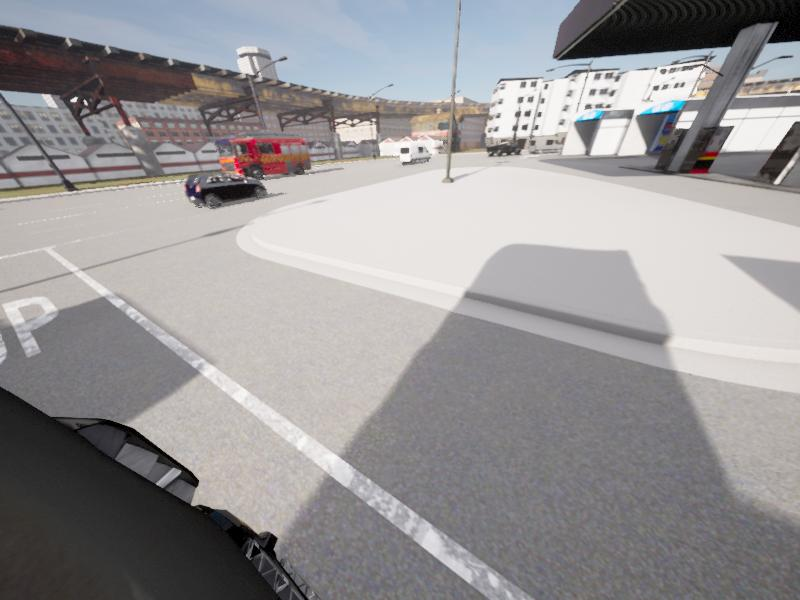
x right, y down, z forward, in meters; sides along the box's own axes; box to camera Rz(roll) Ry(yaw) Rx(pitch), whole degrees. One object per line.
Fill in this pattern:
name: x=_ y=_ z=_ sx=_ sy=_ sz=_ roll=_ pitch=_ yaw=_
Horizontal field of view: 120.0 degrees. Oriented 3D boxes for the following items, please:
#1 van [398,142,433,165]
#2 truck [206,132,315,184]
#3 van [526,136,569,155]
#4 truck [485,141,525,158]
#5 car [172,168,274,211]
van: x=2.380 y=-21.364 z=33.664 sx=1.988 sy=2.561 sz=5.915 roll=20 pitch=40 yaw=31
truck: x=-13.396 y=-14.598 z=23.526 sx=2.891 sy=3.827 sz=8.468 roll=16 pitch=38 yaw=26
van: x=26.126 y=-27.486 z=41.050 sx=5.915 sy=2.561 sz=1.988 roll=-7 pitch=34 yaw=-6
truck: x=17.998 y=-25.913 z=39.707 sx=6.274 sy=2.098 sz=2.390 roll=-16 pitch=36 yaw=-19
car: x=-9.179 y=-6.025 z=12.356 sx=1.845 sy=1.501 sz=3.633 roll=15 pitch=37 yaw=25
